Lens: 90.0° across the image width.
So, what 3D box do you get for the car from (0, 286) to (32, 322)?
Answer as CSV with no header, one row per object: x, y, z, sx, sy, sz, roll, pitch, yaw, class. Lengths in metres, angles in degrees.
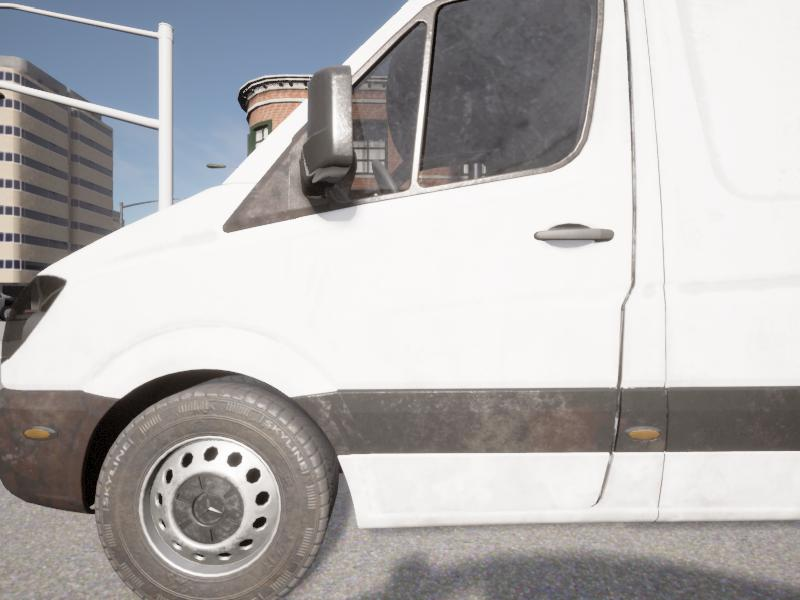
-18.959,0.171,16.969,1.930,1.638,5.238,0,0,-1,car

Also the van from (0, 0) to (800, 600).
1.351,-0.278,2.210,5.915,2.561,1.988,0,0,0,van
